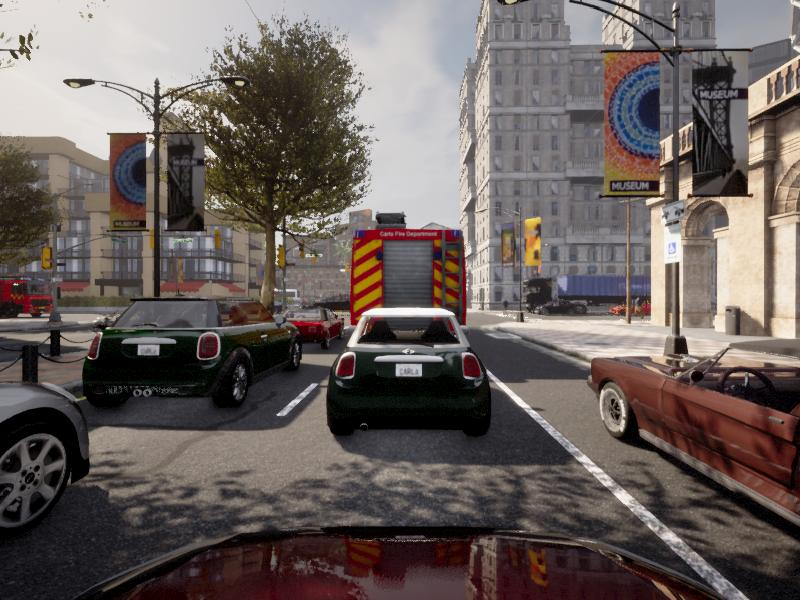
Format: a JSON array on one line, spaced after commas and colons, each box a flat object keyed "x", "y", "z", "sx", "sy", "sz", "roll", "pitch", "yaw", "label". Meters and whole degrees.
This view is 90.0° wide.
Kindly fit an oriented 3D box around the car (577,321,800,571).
[{"x": 3.308, "y": 0.938, "z": 3.058, "sx": 1.895, "sy": 1.301, "sz": 4.718, "roll": 0, "pitch": 0, "yaw": 1, "label": "car"}]

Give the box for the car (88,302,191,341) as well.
[{"x": -11.112, "y": 0.853, "z": 17.436, "sx": 1.970, "sy": 1.475, "sz": 3.806, "roll": 0, "pitch": 0, "yaw": 2, "label": "car"}]

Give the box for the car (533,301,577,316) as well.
[{"x": 15.372, "y": 0.826, "z": 39.827, "sx": 3.633, "sy": 1.501, "sz": 1.845, "roll": 0, "pitch": 0, "yaw": 1, "label": "car"}]

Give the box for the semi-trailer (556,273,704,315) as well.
[{"x": 24.551, "y": -0.619, "z": 43.189, "sx": 14.254, "sy": 4.402, "sz": 2.717, "roll": 0, "pitch": 0, "yaw": 1, "label": "semi-trailer"}]

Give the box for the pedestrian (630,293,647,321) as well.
[{"x": 16.172, "y": 0.485, "z": 27.109, "sx": 0.751, "sy": 1.860, "sz": 0.751, "roll": 0, "pitch": 0, "yaw": 5, "label": "pedestrian"}]

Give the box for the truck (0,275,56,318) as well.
[{"x": -37.345, "y": -0.320, "z": 37.063, "sx": 8.468, "sy": 3.827, "sz": 2.891, "roll": 0, "pitch": 0, "yaw": 1, "label": "truck"}]

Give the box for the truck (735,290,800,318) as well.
[{"x": 33.880, "y": 0.357, "z": 36.013, "sx": 5.204, "sy": 2.467, "sz": 2.627, "roll": 0, "pitch": 0, "yaw": 1, "label": "truck"}]

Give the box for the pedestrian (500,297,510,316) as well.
[{"x": 10.336, "y": 0.637, "z": 39.474, "sx": 0.751, "sy": 1.860, "sz": 0.751, "roll": 0, "pitch": 0, "yaw": -10, "label": "pedestrian"}]

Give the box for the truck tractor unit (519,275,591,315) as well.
[{"x": 16.638, "y": -0.524, "z": 43.306, "sx": 6.516, "sy": 4.208, "sz": 3.053, "roll": 0, "pitch": 0, "yaw": 1, "label": "truck tractor unit"}]

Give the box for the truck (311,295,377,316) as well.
[{"x": -5.492, "y": 0.542, "z": 40.122, "sx": 6.274, "sy": 2.098, "sz": 2.390, "roll": 0, "pitch": 0, "yaw": 1, "label": "truck"}]

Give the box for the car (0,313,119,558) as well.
[{"x": -3.473, "y": 0.853, "z": 1.600, "sx": 1.970, "sy": 1.475, "sz": 3.806, "roll": 0, "pitch": 0, "yaw": 1, "label": "car"}]

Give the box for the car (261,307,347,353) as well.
[{"x": -3.218, "y": 0.944, "z": 14.445, "sx": 1.895, "sy": 1.301, "sz": 4.718, "roll": 0, "pitch": 0, "yaw": 1, "label": "car"}]

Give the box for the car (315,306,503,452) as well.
[{"x": 0.119, "y": 0.853, "z": 6.110, "sx": 1.970, "sy": 1.475, "sz": 3.806, "roll": 0, "pitch": 0, "yaw": 1, "label": "car"}]

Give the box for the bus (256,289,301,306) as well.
[{"x": -30.942, "y": -0.539, "z": 102.441, "sx": 10.273, "sy": 4.253, "sz": 3.944, "roll": 0, "pitch": 0, "yaw": 2, "label": "bus"}]

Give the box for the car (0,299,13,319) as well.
[{"x": -36.048, "y": 0.771, "z": 33.548, "sx": 5.238, "sy": 1.638, "sz": 1.930, "roll": 0, "pitch": 0, "yaw": 0, "label": "car"}]

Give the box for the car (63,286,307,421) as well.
[{"x": -3.355, "y": 0.694, "z": 7.527, "sx": 2.097, "sy": 1.767, "sz": 4.553, "roll": 0, "pitch": 0, "yaw": 1, "label": "car"}]

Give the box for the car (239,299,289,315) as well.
[{"x": -14.813, "y": 0.776, "z": 43.752, "sx": 4.856, "sy": 1.649, "sz": 2.033, "roll": 0, "pitch": 0, "yaw": 1, "label": "car"}]

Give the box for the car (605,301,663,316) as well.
[{"x": 23.145, "y": 0.828, "z": 39.712, "sx": 4.514, "sy": 1.525, "sz": 2.007, "roll": 0, "pitch": 0, "yaw": 1, "label": "car"}]

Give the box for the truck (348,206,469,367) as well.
[{"x": 0.274, "y": -0.321, "z": 13.781, "sx": 2.891, "sy": 3.827, "sz": 8.468, "roll": 0, "pitch": 0, "yaw": 1, "label": "truck"}]
